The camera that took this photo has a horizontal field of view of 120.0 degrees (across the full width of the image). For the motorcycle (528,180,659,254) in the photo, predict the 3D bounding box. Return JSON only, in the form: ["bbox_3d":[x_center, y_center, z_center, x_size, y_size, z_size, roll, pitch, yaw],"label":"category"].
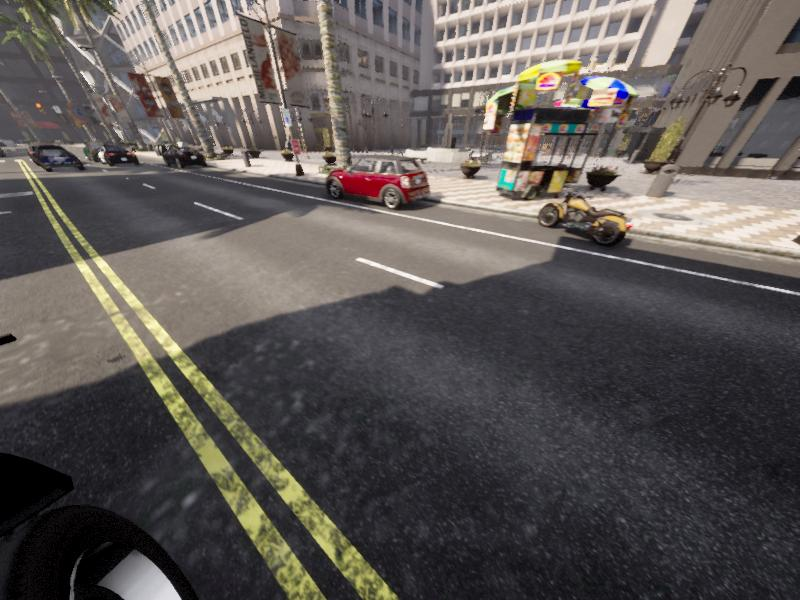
[{"bbox_3d":[4.899,-2.350,6.228,0.764,1.277,2.356,-15,38,-20],"label":"motorcycle"}]

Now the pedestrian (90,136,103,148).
[{"bbox_3d":[-61.094,-31.827,46.548,0.751,1.860,0.751,-28,44,-34],"label":"pedestrian"}]

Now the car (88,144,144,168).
[{"bbox_3d":[-25.710,-13.075,20.881,4.974,1.542,2.038,22,41,28],"label":"car"}]

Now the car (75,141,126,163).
[{"bbox_3d":[-30.809,-15.307,23.770,4.553,1.767,2.097,23,41,28],"label":"car"}]

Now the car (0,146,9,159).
[{"bbox_3d":[-47.937,-17.355,26.787,4.792,1.488,2.163,23,41,28],"label":"car"}]

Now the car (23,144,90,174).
[{"bbox_3d":[-26.326,-10.890,17.695,4.856,1.649,2.033,23,41,28],"label":"car"}]

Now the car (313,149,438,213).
[{"bbox_3d":[-1.041,-5.109,9.592,4.553,1.767,2.185,22,41,28],"label":"car"}]

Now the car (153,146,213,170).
[{"bbox_3d":[-18.861,-12.459,20.117,4.792,1.488,2.163,22,41,28],"label":"car"}]

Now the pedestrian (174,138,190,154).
[{"bbox_3d":[-30.604,-21.692,32.460,0.751,1.860,0.751,23,41,29],"label":"pedestrian"}]

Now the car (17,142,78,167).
[{"bbox_3d":[-31.884,-13.225,20.915,4.611,1.667,2.242,22,41,28],"label":"car"}]
